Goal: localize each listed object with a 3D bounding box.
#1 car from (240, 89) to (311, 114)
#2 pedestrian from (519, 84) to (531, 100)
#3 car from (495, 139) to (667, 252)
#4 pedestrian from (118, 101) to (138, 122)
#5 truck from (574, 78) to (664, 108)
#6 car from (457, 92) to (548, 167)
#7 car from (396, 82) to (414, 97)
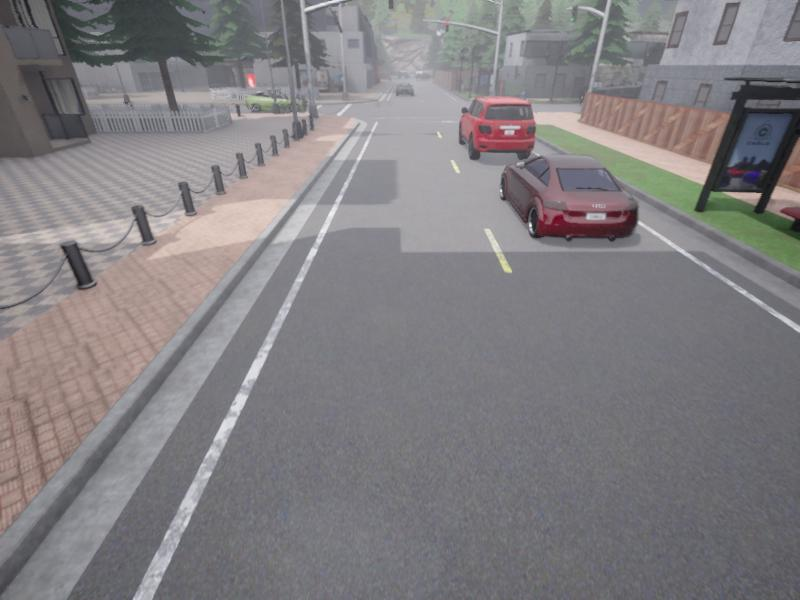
[{"bbox_3d":[-9.222,-14.932,30.039,4.514,1.525,2.007,0,30,0],"label":"car"},{"bbox_3d":[12.327,-20.535,39.484,0.751,1.300,0.751,1,30,1],"label":"pedestrian"},{"bbox_3d":[3.634,-2.582,9.077,1.994,1.385,4.181,0,30,1],"label":"car"},{"bbox_3d":[-15.971,-11.085,23.506,0.500,1.100,0.500,-3,30,-5],"label":"pedestrian"},{"bbox_3d":[18.761,-17.881,34.522,6.274,2.098,2.390,-4,31,-7],"label":"truck"},{"bbox_3d":[3.712,-6.910,15.808,2.150,2.045,5.566,0,30,0],"label":"car"},{"bbox_3d":[0.567,-24.790,47.052,1.994,1.385,4.181,0,30,0],"label":"car"}]
